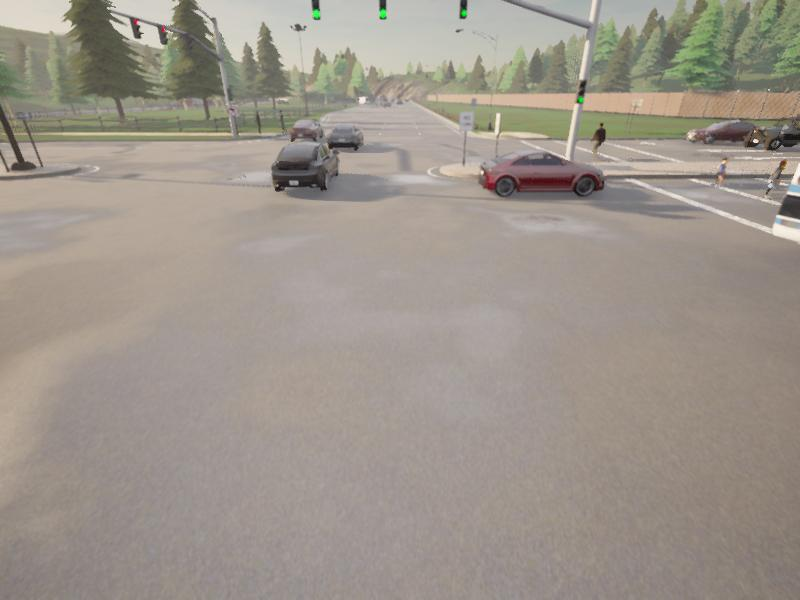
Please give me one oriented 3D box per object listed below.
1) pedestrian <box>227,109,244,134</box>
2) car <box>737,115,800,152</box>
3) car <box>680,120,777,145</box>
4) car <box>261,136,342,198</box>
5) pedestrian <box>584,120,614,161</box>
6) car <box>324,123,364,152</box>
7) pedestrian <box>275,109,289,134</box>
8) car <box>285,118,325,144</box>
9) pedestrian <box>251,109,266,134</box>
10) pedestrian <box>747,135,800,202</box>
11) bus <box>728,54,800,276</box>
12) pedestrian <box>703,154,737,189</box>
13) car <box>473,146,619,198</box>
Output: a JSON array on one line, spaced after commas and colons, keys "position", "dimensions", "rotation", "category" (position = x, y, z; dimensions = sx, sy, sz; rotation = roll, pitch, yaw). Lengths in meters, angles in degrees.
[{"position": [-13.821, -14.954, 33.579], "dimensions": [0.751, 1.860, 0.751], "rotation": [4, 27, 9], "category": "pedestrian"}, {"position": [23.074, -9.925, 23.787], "dimensions": [3.866, 1.878, 1.905], "rotation": [0, 27, 1], "category": "car"}, {"position": [22.023, -11.322, 27.016], "dimensions": [4.674, 1.442, 1.812], "rotation": [0, 27, 1], "category": "car"}, {"position": [-3.508, -5.210, 15.242], "dimensions": [1.837, 1.490, 4.892], "rotation": [0, 27, 0], "category": "car"}, {"position": [10.024, -8.021, 20.159], "dimensions": [0.751, 1.860, 0.751], "rotation": [-1, 27, -2], "category": "pedestrian"}, {"position": [-3.514, -10.611, 25.930], "dimensions": [1.994, 1.385, 4.181], "rotation": [0, 27, 0], "category": "car"}, {"position": [-9.968, -15.108, 33.846], "dimensions": [0.751, 1.860, 0.751], "rotation": [-4, 27, -7], "category": "pedestrian"}, {"position": [-7.019, -12.770, 30.096], "dimensions": [1.812, 1.442, 4.674], "rotation": [0, 27, 0], "category": "car"}, {"position": [-11.859, -14.964, 33.581], "dimensions": [0.751, 1.860, 0.751], "rotation": [2, 27, 3], "category": "pedestrian"}, {"position": [11.881, -4.125, 12.530], "dimensions": [0.751, 1.860, 0.751], "rotation": [-10, 29, -18], "category": "pedestrian"}, {"position": [12.671, -2.695, 7.170], "dimensions": [10.273, 4.253, 3.944], "rotation": [-6, 26, -11], "category": "bus"}, {"position": [11.457, -4.618, 14.332], "dimensions": [0.500, 1.100, 0.500], "rotation": [-13, 30, -23], "category": "pedestrian"}, {"position": [4.836, -4.463, 13.845], "dimensions": [4.181, 1.385, 1.994], "rotation": [-1, 27, -1], "category": "car"}]
